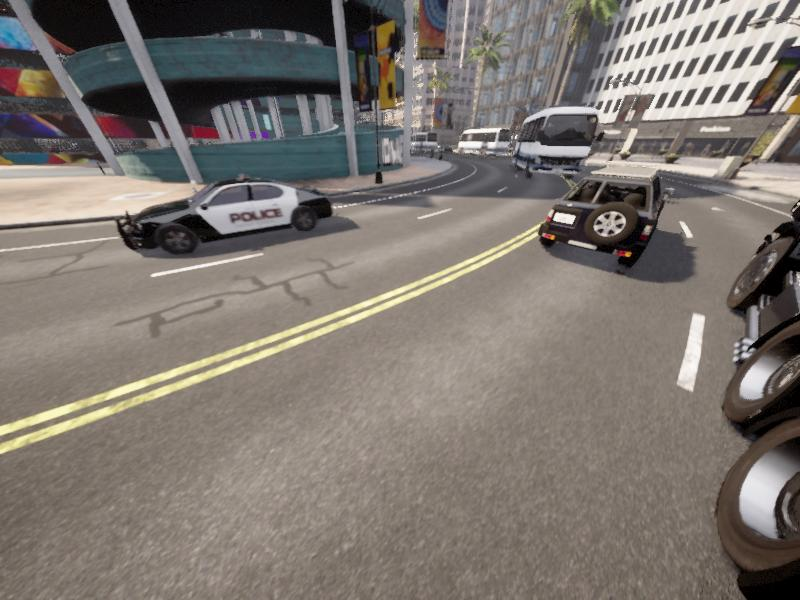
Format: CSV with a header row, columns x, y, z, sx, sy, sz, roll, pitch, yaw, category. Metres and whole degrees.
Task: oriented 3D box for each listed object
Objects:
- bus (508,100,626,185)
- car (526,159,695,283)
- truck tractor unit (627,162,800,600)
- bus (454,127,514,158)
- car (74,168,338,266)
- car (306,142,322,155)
x,y,z,sx,sy,sz,roll,pitch,yaw,category
11.979,-12.491,18.576,3.944,4.253,10.273,9,35,12,bus
5.430,-2.390,5.920,4.605,1.855,1.932,-29,44,-35,car
4.924,-0.451,1.013,6.516,4.208,3.053,-25,42,-32,truck tractor unit
15.371,-29.656,43.620,3.944,4.253,10.273,-17,38,-23,bus
-4.637,-2.674,6.621,4.974,1.542,2.038,-22,40,-28,car
-17.511,-30.739,46.740,2.435,2.045,5.566,-12,36,-16,car
